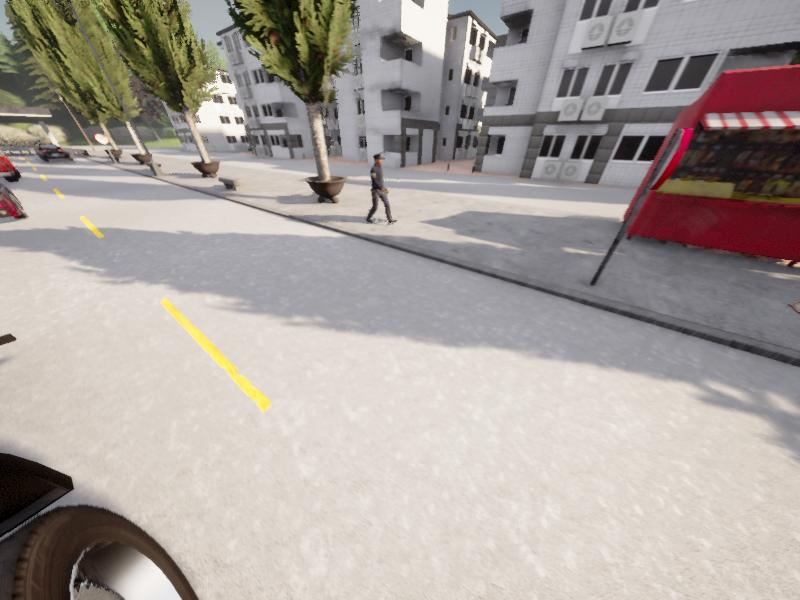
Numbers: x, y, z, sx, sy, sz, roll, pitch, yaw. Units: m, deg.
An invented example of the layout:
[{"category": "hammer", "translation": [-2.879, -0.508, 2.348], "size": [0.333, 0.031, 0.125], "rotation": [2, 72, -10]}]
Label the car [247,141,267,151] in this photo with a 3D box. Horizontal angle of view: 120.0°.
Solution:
[{"category": "car", "translation": [-26.089, -28.198, 42.213], "size": [1.845, 1.501, 3.633], "rotation": [-28, 44, -34]}]

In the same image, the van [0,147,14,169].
[{"category": "van", "translation": [-34.892, -12.504, 19.119], "size": [5.915, 2.561, 1.988], "rotation": [23, 41, 29]}]

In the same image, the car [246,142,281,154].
[{"category": "car", "translation": [-24.012, -26.892, 40.804], "size": [4.974, 1.542, 2.038], "rotation": [-15, 38, -20]}]

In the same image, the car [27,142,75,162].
[{"category": "car", "translation": [-37.862, -16.082, 25.043], "size": [4.974, 1.542, 2.038], "rotation": [22, 41, 27]}]

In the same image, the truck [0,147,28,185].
[{"category": "truck", "translation": [-24.016, -7.901, 12.754], "size": [5.204, 2.467, 2.627], "rotation": [23, 41, 28]}]

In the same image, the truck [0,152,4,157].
[{"category": "truck", "translation": [-52.192, -17.996, 26.813], "size": [5.204, 2.467, 2.627], "rotation": [-13, 36, -17]}]

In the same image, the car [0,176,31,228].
[{"category": "car", "translation": [-13.782, -3.195, 7.127], "size": [4.181, 1.385, 1.994], "rotation": [23, 41, 28]}]

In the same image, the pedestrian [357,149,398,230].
[{"category": "pedestrian", "translation": [-0.559, -3.003, 6.319], "size": [0.751, 1.860, 0.751], "rotation": [18, 39, 23]}]
